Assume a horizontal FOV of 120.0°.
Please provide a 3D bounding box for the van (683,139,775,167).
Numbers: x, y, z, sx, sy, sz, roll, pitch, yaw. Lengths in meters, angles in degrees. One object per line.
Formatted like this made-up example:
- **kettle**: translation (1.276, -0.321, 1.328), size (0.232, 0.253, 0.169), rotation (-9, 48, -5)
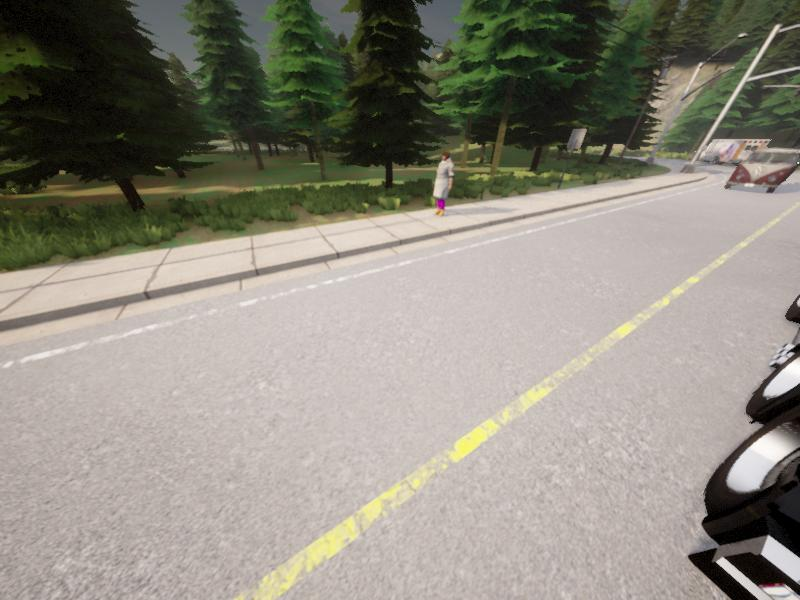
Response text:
- **van**: translation (37.398, -17.134, 26.758), size (2.351, 2.431, 6.366), rotation (8, 36, 10)

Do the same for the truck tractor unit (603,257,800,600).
- **truck tractor unit**: translation (5.094, -0.319, 0.794), size (6.516, 4.208, 3.053), rotation (-19, 39, -25)

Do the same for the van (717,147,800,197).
- **van**: translation (19.886, -7.070, 12.565), size (4.442, 1.987, 1.775), rotation (-20, 40, -26)

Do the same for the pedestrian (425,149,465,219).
- **pedestrian**: translation (1.370, -3.663, 7.335), size (0.751, 1.860, 0.751), rotation (-13, 37, -19)
